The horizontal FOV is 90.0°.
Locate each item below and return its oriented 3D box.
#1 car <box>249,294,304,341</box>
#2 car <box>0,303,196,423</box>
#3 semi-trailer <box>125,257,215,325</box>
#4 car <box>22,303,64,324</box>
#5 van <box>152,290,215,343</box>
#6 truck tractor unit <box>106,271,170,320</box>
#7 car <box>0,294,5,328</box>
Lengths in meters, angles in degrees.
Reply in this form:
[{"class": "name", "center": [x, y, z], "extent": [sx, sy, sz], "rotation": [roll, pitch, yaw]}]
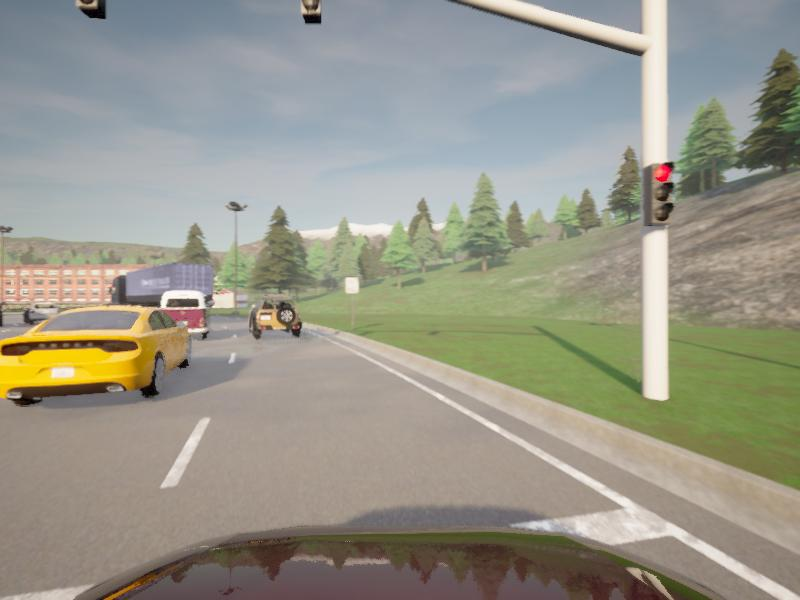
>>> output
[{"class": "car", "center": [-5.822, 0.690, 18.443], "extent": [1.932, 1.855, 4.605], "rotation": [0, 0, -24]}, {"class": "car", "center": [-5.420, 0.847, 7.819], "extent": [1.882, 1.535, 5.008], "rotation": [0, 0, -19]}, {"class": "semi-trailer", "center": [-18.802, -0.532, 31.890], "extent": [2.717, 4.402, 14.254], "rotation": [0, -1, -45]}, {"class": "car", "center": [-26.518, 0.961, 29.681], "extent": [3.806, 1.475, 1.970], "rotation": [0, 0, 42]}, {"class": "van", "center": [-9.440, 0.622, 17.793], "extent": [2.069, 2.038, 4.480], "rotation": [0, 1, -23]}, {"class": "truck tractor unit", "center": [-24.515, -0.408, 37.347], "extent": [6.516, 4.208, 3.053], "rotation": [0, 0, 38]}, {"class": "car", "center": [-26.743, 0.672, 25.483], "extent": [5.566, 2.045, 2.150], "rotation": [0, -1, 45]}]
